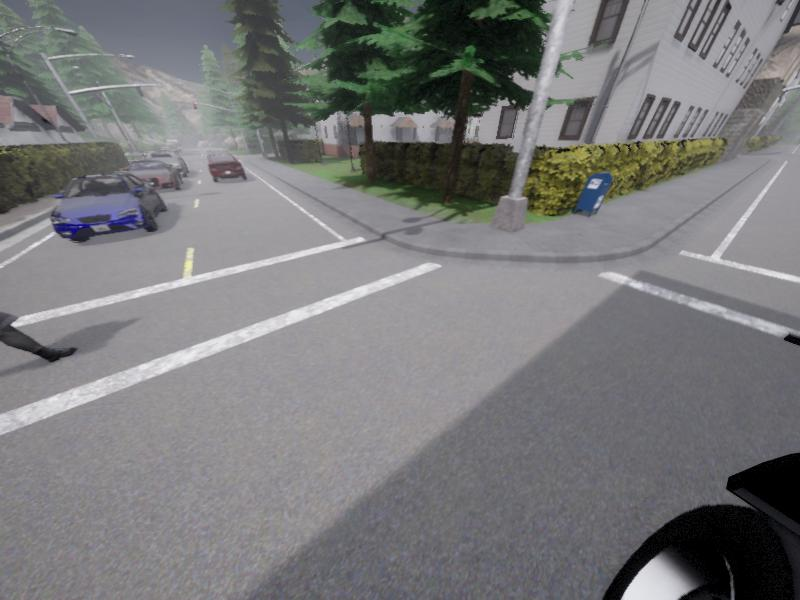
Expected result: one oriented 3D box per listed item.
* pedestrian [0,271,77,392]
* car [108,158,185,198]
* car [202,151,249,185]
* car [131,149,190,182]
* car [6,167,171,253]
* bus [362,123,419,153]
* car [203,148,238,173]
[{"bbox_3d":[-4.725,0.099,2.328,0.751,1.860,0.751,-20,40,-25],"label":"pedestrian"},{"bbox_3d":[-13.695,-6.921,12.830,1.994,1.385,4.181,-22,40,-27],"label":"car"},{"bbox_3d":[-12.068,-9.187,15.874,1.882,1.535,5.008,-22,41,-28],"label":"car"},{"bbox_3d":[-17.587,-10.213,17.307,2.152,1.651,5.027,-22,41,-28],"label":"car"},{"bbox_3d":[-9.023,-3.099,7.283,1.816,1.474,4.193,-22,41,-28],"label":"car"},{"bbox_3d":[-1.643,-31.086,44.374,10.273,4.253,3.944,-22,40,-27],"label":"bus"},{"bbox_3d":[-16.276,-12.669,20.842,1.882,1.535,5.008,-22,41,-28],"label":"car"}]
